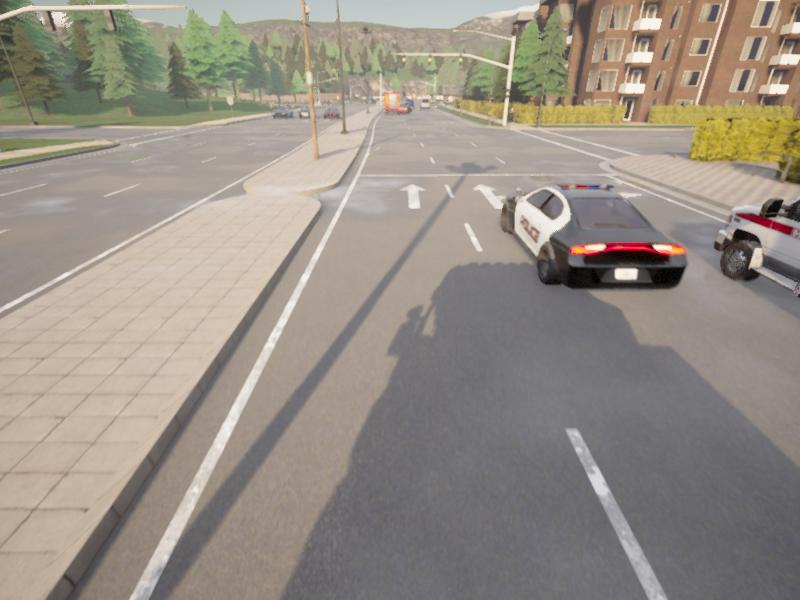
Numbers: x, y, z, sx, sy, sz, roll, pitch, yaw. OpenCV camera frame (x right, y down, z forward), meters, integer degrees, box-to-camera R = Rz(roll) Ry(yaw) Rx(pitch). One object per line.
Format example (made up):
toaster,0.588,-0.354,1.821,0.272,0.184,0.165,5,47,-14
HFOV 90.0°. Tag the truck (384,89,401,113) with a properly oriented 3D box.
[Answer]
truck,-1.324,-37.380,75.116,2.891,3.827,8.468,0,27,0

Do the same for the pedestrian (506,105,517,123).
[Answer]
pedestrian,12.411,-20.694,44.509,0.751,1.860,0.751,0,27,0

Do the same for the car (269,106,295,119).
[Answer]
car,-16.299,-26.068,55.543,2.038,1.542,4.974,0,27,0

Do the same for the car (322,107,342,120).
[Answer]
car,-9.289,-25.696,55.036,1.994,1.385,4.181,0,27,-1

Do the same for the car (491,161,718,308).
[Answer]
car,3.493,-1.688,8.252,2.038,1.542,4.974,0,27,0

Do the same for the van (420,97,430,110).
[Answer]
van,5.674,-45.337,92.029,1.988,2.561,5.915,0,27,0

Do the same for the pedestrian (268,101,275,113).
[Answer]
pedestrian,-21.467,-32.297,66.853,0.751,1.860,0.751,1,27,2

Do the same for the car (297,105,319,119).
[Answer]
car,-12.830,-26.355,56.015,2.033,1.649,4.856,0,27,-1

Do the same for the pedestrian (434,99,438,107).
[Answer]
pedestrian,9.320,-51.002,103.388,0.751,1.860,0.751,-3,27,-6

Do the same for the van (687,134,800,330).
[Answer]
van,6.998,-0.362,4.712,2.351,2.431,6.366,0,27,0

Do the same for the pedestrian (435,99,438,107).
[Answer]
pedestrian,9.479,-51.399,104.163,0.751,1.860,0.751,-2,27,-4

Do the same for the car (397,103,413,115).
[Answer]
car,0.873,-32.818,68.682,1.851,1.617,3.988,7,28,12

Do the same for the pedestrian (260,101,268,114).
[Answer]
pedestrian,-21.560,-30.547,63.450,0.751,1.860,0.751,1,27,1
